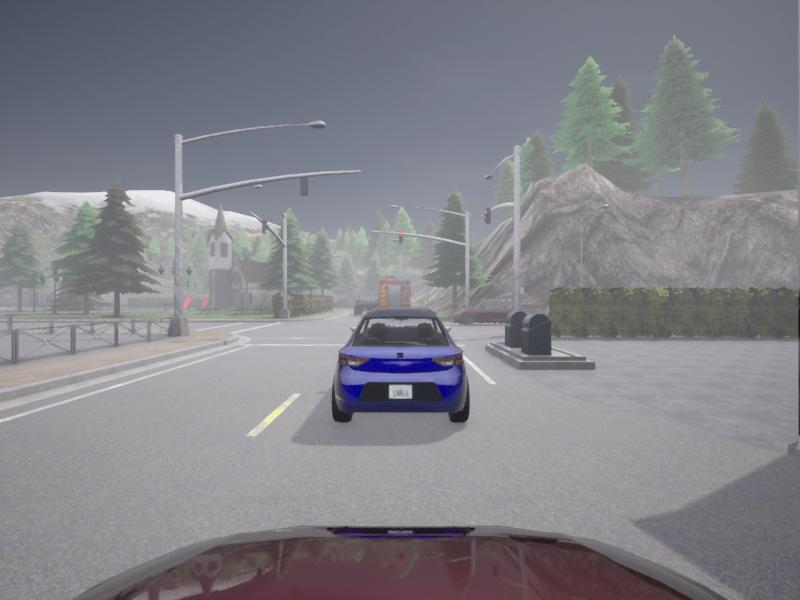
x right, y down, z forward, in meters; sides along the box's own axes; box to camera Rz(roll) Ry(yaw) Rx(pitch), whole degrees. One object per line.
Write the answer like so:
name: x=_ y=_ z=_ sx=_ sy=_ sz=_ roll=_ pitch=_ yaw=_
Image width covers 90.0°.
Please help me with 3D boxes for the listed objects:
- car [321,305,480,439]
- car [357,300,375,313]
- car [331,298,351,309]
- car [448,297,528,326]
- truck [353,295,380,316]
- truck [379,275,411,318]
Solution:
car: x=0.012 y=0.854 z=6.661 sx=1.816 sy=1.474 sz=4.193 roll=0 pitch=0 yaw=0
car: x=-4.307 y=0.771 z=50.661 sx=1.930 sy=1.638 sz=5.238 roll=0 pitch=0 yaw=-9
car: x=-11.278 y=0.656 z=76.220 sx=1.905 sy=1.878 sz=3.866 roll=0 pitch=0 yaw=-44
car: x=5.508 y=0.694 z=25.348 sx=4.553 sy=1.767 sz=2.097 roll=0 pitch=0 yaw=-4
truck: x=-3.439 y=0.542 z=42.504 sx=2.390 sy=2.098 sz=6.274 roll=0 pitch=0 yaw=0
truck: x=-0.329 y=-0.321 z=40.200 sx=2.891 sy=3.827 sz=8.468 roll=0 pitch=0 yaw=2
